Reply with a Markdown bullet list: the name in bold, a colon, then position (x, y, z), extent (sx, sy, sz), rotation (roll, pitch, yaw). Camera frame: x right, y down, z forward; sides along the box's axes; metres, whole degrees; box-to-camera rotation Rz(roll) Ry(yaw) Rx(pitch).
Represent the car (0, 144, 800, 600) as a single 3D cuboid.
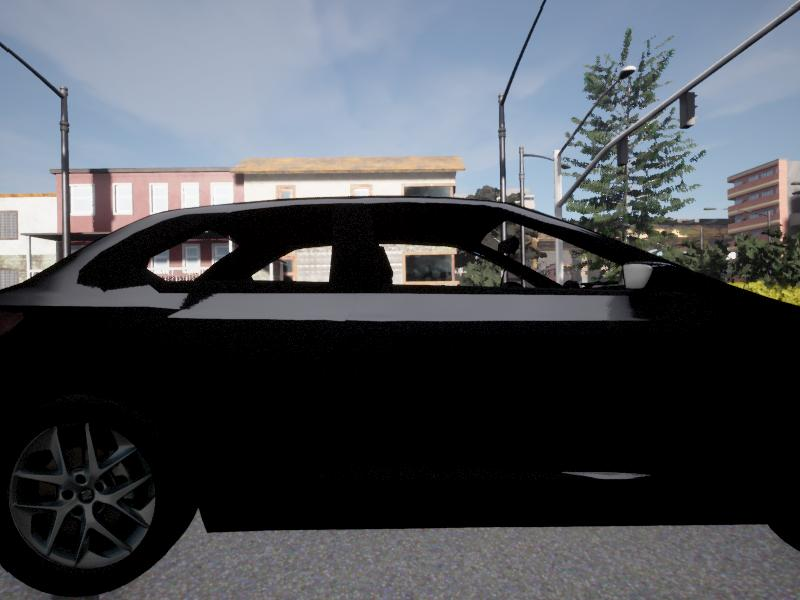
- **car**: position (0.342, 0.254, 2.184), extent (4.193, 1.474, 1.816), rotation (0, 0, -1)
